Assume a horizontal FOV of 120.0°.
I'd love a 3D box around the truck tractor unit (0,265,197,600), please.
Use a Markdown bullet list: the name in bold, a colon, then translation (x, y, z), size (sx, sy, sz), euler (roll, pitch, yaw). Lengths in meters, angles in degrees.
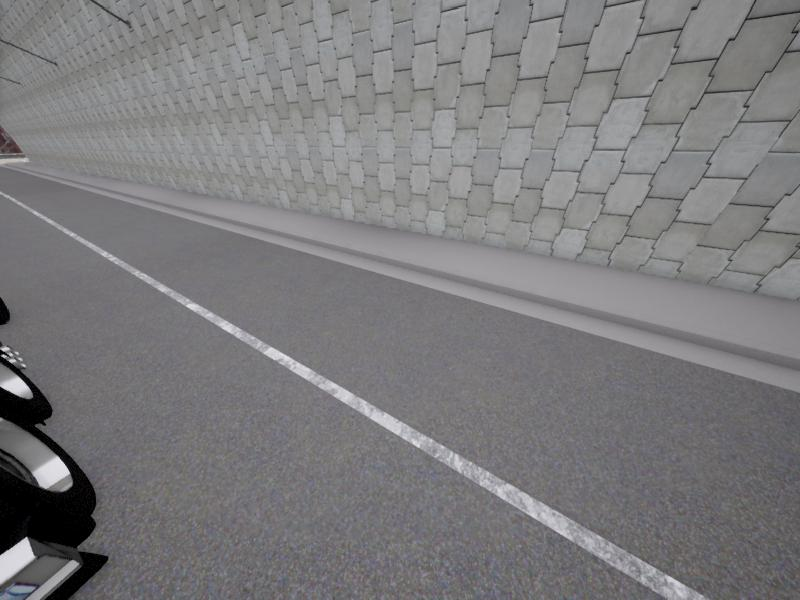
- **truck tractor unit**: translation (-5.112, -0.300, 0.780), size (6.516, 4.208, 3.053), euler (18, 39, 24)
